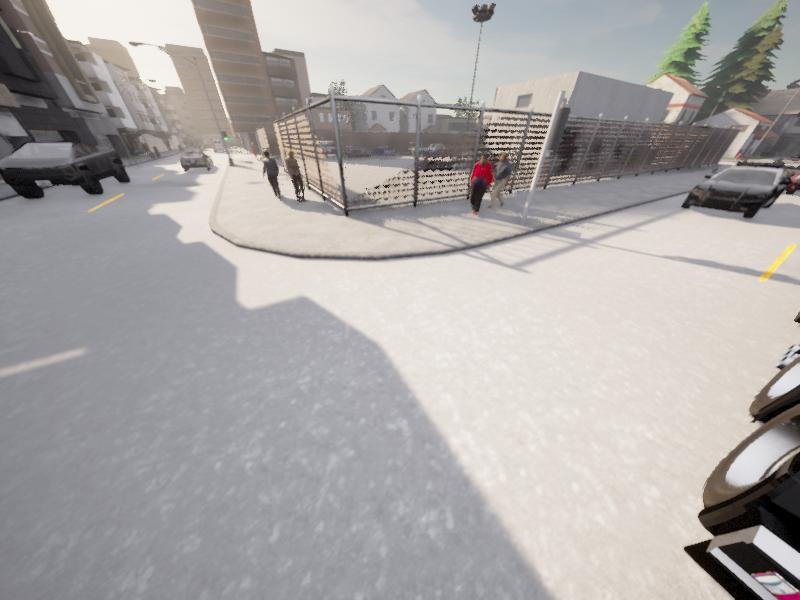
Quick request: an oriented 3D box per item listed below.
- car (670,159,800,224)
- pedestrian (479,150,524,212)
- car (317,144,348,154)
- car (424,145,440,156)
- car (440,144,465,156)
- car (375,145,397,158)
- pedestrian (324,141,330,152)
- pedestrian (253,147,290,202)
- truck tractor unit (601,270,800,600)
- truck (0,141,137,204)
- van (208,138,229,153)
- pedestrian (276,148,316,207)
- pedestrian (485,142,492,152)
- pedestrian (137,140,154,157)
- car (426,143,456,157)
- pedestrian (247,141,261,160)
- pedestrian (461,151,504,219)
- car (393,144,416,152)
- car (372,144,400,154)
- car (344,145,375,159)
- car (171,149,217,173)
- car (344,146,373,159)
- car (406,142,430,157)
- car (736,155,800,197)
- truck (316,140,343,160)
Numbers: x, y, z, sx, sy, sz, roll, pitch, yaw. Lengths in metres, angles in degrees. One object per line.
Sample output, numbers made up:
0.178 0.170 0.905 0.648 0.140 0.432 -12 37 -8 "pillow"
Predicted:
13.442 -4.470 9.094 5.238 1.638 1.930 -18 39 -25 "car"
3.558 -4.250 8.265 0.751 1.860 0.751 -11 36 -15 "pedestrian"
-12.639 -28.451 43.449 4.902 1.511 2.128 -19 39 -25 "car"
5.075 -23.745 36.760 1.481 1.379 2.207 -18 39 -24 "car"
8.996 -25.938 39.880 1.816 1.474 4.193 -18 39 -24 "car"
-2.127 -22.617 35.012 1.845 1.501 3.633 -18 39 -24 "car"
-15.105 -31.737 47.621 0.751 1.860 0.751 -20 40 -27 "pedestrian"
-5.223 -5.121 9.446 0.751 1.860 0.751 -18 39 -25 "pedestrian"
5.117 -0.296 0.763 6.516 4.208 3.053 -18 39 -23 "truck tractor unit"
-16.531 -6.734 11.702 2.390 2.098 6.274 -18 39 -25 "truck"
-37.332 -32.006 47.734 2.351 2.431 6.366 -18 39 -24 "van"
-3.923 -4.671 8.810 0.751 1.860 0.751 -26 43 -33 "pedestrian"
18.267 -31.709 47.852 0.751 1.860 0.751 -22 41 -29 "pedestrian"
-34.460 -20.489 31.304 0.751 1.860 0.751 -16 38 -22 "pedestrian"
6.616 -24.734 38.012 2.242 1.667 4.611 -18 39 -24 "car"
-17.554 -17.990 27.852 0.751 1.860 0.751 -10 36 -15 "pedestrian"
2.641 -3.750 7.540 0.751 1.860 0.751 27 43 33 "pedestrian"
0.971 -32.930 50.012 4.892 1.490 1.837 -19 39 -26 "car"
-2.681 -29.026 44.355 4.902 1.511 2.128 -17 39 -24 "car"
-5.699 -21.086 32.767 3.705 1.547 1.789 -18 39 -24 "car"
-17.815 -12.280 20.277 2.033 1.411 5.357 -18 39 -24 "car"
-5.976 -21.043 32.828 2.033 1.415 5.357 -18 39 -24 "car"
2.772 -23.737 36.364 1.905 1.878 3.866 -18 39 -24 "car"
20.896 -6.835 12.580 3.988 1.617 1.851 -18 39 -25 "car"
-9.489 -20.264 31.135 2.069 2.038 4.478 -18 39 -24 "truck"
